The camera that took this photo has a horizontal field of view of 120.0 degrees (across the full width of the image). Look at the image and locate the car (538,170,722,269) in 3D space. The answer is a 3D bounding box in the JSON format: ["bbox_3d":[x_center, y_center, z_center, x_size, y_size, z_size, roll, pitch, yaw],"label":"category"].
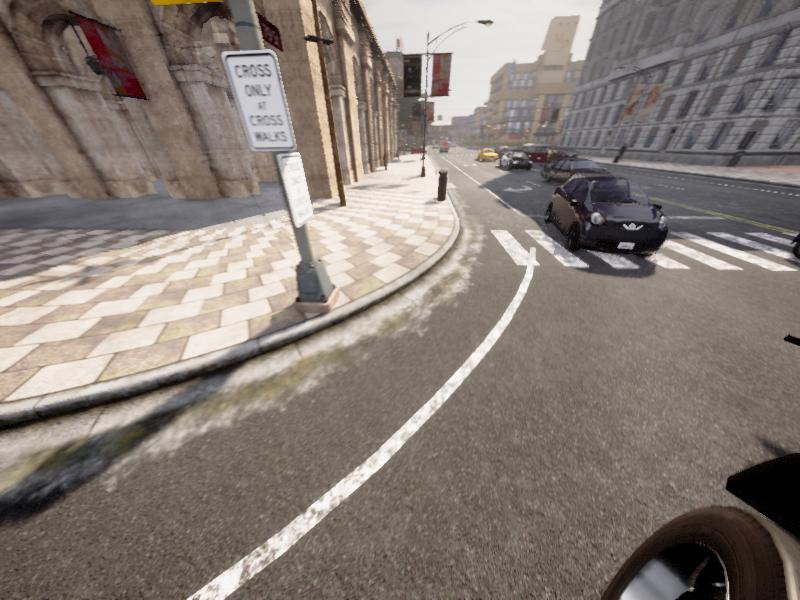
[{"bbox_3d":[5.295,-2.404,6.143,1.845,1.501,3.633,9,35,14],"label":"car"}]

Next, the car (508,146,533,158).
[{"bbox_3d":[19.593,-24.265,37.907,2.007,1.525,4.514,2,34,4],"label":"car"}]

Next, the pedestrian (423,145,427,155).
[{"bbox_3d":[5.168,-31.301,48.233,0.751,1.860,0.751,3,34,5],"label":"pedestrian"}]

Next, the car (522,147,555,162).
[{"bbox_3d":[19.117,-20.425,32.232,1.801,1.575,5.366,2,34,4],"label":"car"}]

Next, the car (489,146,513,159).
[{"bbox_3d":[15.980,-23.575,36.852,2.242,1.667,4.611,4,35,7],"label":"car"}]

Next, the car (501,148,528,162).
[{"bbox_3d":[15.534,-19.782,31.466,1.816,1.474,4.193,2,34,4],"label":"car"}]

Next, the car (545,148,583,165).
[{"bbox_3d":[18.573,-16.460,26.446,1.789,1.549,3.705,2,34,4],"label":"car"}]

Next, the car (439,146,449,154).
[{"bbox_3d":[10.562,-36.226,55.807,1.994,1.385,4.181,2,34,4],"label":"car"}]

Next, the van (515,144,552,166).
[{"bbox_3d":[15.067,-16.630,26.396,1.775,1.987,4.442,2,34,4],"label":"van"}]

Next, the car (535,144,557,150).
[{"bbox_3d":[41.680,-43.752,66.040,4.792,1.488,2.163,2,34,4],"label":"car"}]

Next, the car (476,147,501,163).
[{"bbox_3d":[12.055,-20.070,31.879,1.801,1.575,5.366,2,34,4],"label":"car"}]

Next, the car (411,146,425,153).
[{"bbox_3d":[4.572,-38.449,59.056,3.633,1.501,1.845,2,34,4],"label":"car"}]

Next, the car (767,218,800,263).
[{"bbox_3d":[9.682,-0.733,3.581,1.845,1.501,3.633,-1,34,0],"label":"car"}]

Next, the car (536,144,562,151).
[{"bbox_3d":[40.687,-41.770,63.231,5.357,1.411,2.033,2,34,4],"label":"car"}]

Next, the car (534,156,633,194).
[{"bbox_3d":[10.317,-7.550,13.701,2.033,1.411,5.357,2,34,4],"label":"car"}]

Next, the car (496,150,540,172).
[{"bbox_3d":[11.145,-13.488,22.274,2.038,1.542,4.974,2,35,4],"label":"car"}]

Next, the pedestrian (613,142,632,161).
[{"bbox_3d":[26.383,-17.675,27.459,0.751,1.860,0.751,8,35,13],"label":"pedestrian"}]
